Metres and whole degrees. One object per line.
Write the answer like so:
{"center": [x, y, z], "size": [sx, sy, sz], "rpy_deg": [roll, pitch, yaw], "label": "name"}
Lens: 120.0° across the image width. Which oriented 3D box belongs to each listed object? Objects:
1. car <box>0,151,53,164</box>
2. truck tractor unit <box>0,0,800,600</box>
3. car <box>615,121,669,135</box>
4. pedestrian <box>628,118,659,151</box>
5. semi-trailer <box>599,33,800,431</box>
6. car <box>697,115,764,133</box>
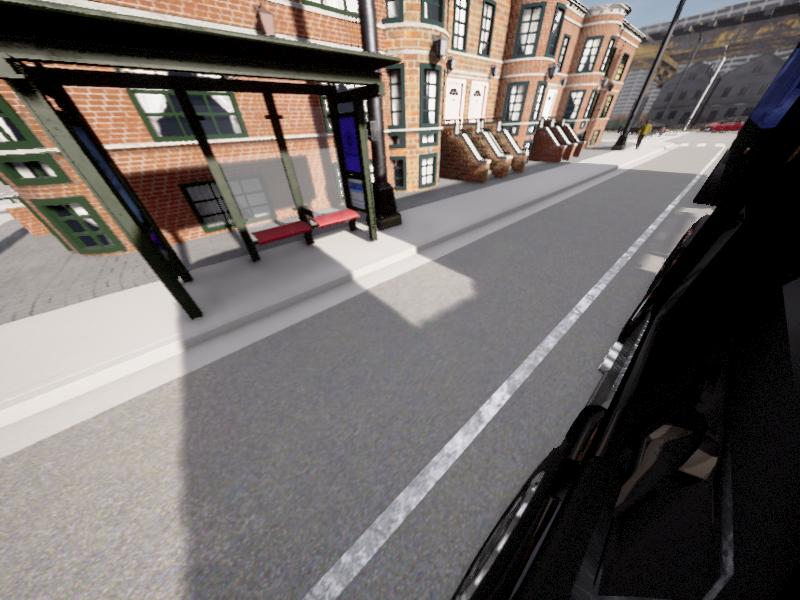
{"center": [-57.943, -22.022, 35.618], "size": [4.718, 1.301, 1.895], "rpy_deg": [-29, 44, -31], "label": "car"}
{"center": [2.645, -0.295, 0.351], "size": [6.516, 4.208, 3.053], "rpy_deg": [-28, 44, -30], "label": "truck tractor unit"}
{"center": [34.396, -24.537, 33.019], "size": [1.837, 1.490, 4.892], "rpy_deg": [-28, 44, -30], "label": "car"}
{"center": [17.151, -11.659, 16.295], "size": [0.751, 1.860, 0.751], "rpy_deg": [-30, 45, -32], "label": "pedestrian"}
{"center": [8.648, -3.643, 4.270], "size": [14.254, 4.402, 2.717], "rpy_deg": [-29, 44, -30], "label": "semi-trailer"}
{"center": [42.197, -22.499, 29.659], "size": [2.242, 1.667, 4.611], "rpy_deg": [-28, 44, -30], "label": "car"}
